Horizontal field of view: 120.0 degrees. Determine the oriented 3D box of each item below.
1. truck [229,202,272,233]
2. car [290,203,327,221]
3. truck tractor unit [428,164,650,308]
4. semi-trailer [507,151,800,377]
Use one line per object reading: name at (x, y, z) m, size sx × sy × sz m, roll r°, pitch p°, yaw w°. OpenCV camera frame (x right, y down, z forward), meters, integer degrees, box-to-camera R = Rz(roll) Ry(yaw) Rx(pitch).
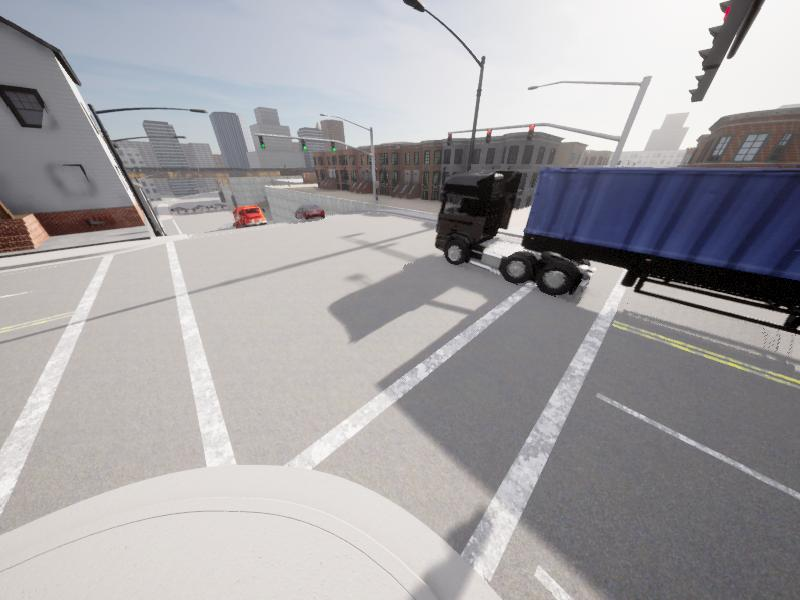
truck at (-17.447, -9.513, 26.844) m, size 2.627 × 2.467 × 5.204 m, roll -27°, pitch 26°, yaw -37°
car at (-9.118, -8.746, 22.933) m, size 1.994 × 1.385 × 4.181 m, roll -22°, pitch 29°, yaw -31°
truck tractor unit at (4.816, -3.261, 9.735) m, size 3.053 × 4.208 × 6.516 m, roll -26°, pitch 39°, yaw -37°
semi-trailer at (10.321, -0.505, 4.765) m, size 2.717 × 4.402 × 14.254 m, roll -26°, pitch 39°, yaw -37°
